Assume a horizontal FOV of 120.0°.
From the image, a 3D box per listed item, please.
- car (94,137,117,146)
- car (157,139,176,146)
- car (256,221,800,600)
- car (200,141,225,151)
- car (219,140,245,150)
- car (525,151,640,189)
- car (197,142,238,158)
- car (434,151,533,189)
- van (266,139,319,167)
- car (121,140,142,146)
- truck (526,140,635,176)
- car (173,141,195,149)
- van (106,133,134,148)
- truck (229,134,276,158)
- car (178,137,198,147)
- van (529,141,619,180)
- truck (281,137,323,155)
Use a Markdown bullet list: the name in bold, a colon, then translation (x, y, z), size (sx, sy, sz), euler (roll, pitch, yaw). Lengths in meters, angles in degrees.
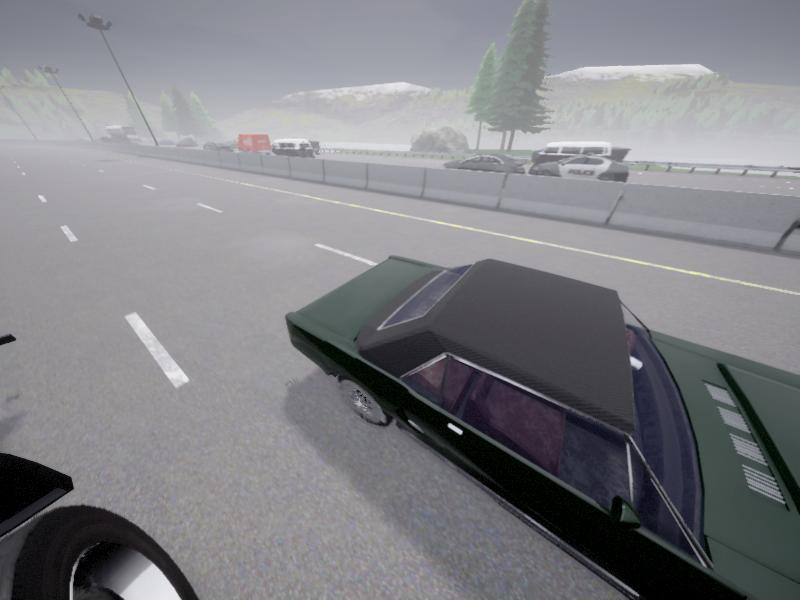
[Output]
- **car**: translation (-72.406, -38.983, 56.805), size (3.866, 1.878, 1.905), euler (18, 39, 23)
- **car**: translation (-63.242, -42.700, 62.520), size (4.514, 1.525, 2.007), euler (19, 39, 25)
- **car**: translation (1.271, 0.670, 1.844), size (4.718, 1.301, 1.895), euler (22, 41, 28)
- **car**: translation (-35.235, -29.014, 43.379), size (4.193, 1.474, 1.816), euler (22, 41, 28)
- **car**: translation (-33.292, -30.793, 45.838), size (4.974, 1.542, 2.038), euler (22, 41, 28)
- **car**: translation (10.624, -7.930, 13.906), size (4.974, 1.542, 2.038), euler (22, 41, 28)
- **car**: translation (-23.566, -19.406, 29.857), size (4.902, 1.511, 2.128), euler (22, 41, 28)
- **car**: translation (4.782, -7.840, 13.743), size (4.902, 1.511, 2.128), euler (22, 41, 28)
- **van**: translation (-10.296, -14.211, 22.166), size (4.480, 2.038, 2.069), euler (22, 41, 28)
- **car**: translation (-67.126, -39.297, 57.790), size (4.718, 1.301, 1.895), euler (19, 39, 25)
- **truck**: translation (14.187, -11.630, 18.696), size (6.274, 2.098, 2.390), euler (22, 41, 28)
- **car**: translation (-46.901, -33.775, 50.162), size (4.718, 1.301, 1.895), euler (22, 41, 28)
- **van**: translation (-62.631, -35.754, 51.709), size (5.915, 2.561, 1.988), euler (21, 40, 26)
- **truck**: translation (-19.623, -20.655, 30.832), size (5.204, 2.467, 2.627), euler (22, 41, 28)
- **car**: translation (-51.479, -38.340, 56.091), size (4.605, 1.855, 1.932), euler (22, 41, 28)
- **van**: translation (12.124, -9.986, 16.398), size (4.480, 2.038, 2.069), euler (22, 41, 28)
- **truck**: translation (-15.037, -23.559, 35.312), size (6.274, 2.098, 2.390), euler (22, 41, 28)
